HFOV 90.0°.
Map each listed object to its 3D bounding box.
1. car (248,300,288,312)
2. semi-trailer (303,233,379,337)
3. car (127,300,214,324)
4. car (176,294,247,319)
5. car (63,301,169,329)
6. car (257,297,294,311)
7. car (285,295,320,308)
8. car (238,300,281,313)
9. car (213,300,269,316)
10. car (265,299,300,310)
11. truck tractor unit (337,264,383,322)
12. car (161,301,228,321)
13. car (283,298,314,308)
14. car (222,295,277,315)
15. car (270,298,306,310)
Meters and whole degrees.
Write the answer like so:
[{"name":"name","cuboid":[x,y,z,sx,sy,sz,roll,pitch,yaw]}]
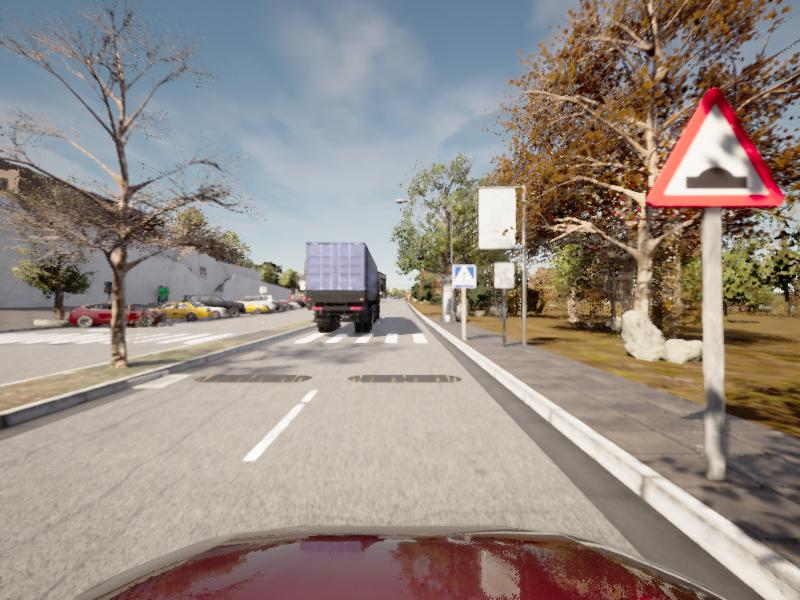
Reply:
[{"name":"car","cuboid":[-16.821,0.743,51.049,4.674,1.452,2.002,-1,0,-20]},{"name":"semi-trailer","cuboid":[-2.870,-0.615,24.109,2.717,4.402,14.254,0,0,-1]},{"name":"car","cuboid":[-17.006,0.835,29.951,5.366,1.575,1.946,-1,0,-20]},{"name":"car","cuboid":[-16.808,0.572,36.042,5.566,2.045,2.435,-1,0,-20]},{"name":"car","cuboid":[-16.814,0.868,24.027,4.792,1.488,2.163,-1,0,-20]},{"name":"car","cuboid":[-16.848,0.535,54.036,4.553,1.767,2.185,-1,1,-20]},{"name":"car","cuboid":[-16.784,0.179,69.063,5.566,2.045,2.435,-1,1,-20]},{"name":"car","cuboid":[-16.846,0.763,48.024,4.792,1.488,2.163,-1,1,-20]},{"name":"car","cuboid":[-16.653,0.782,42.097,5.366,1.575,1.946,-1,0,-20]},{"name":"car","cuboid":[-16.816,0.658,57.048,4.674,1.452,2.002,-1,1,-20]},{"name":"truck tractor unit","cuboid":[-2.990,-0.525,32.020,3.053,4.208,6.516,0,0,0]},{"name":"car","cuboid":[-16.837,0.870,33.024,4.674,1.452,2.002,-1,0,-20]},{"name":"car","cuboid":[-16.781,0.505,66.064,4.792,1.488,2.163,-1,1,-20]},{"name":"car","cuboid":[-16.852,0.512,45.023,5.566,2.045,2.435,-1,1,-20]},{"name":"car","cuboid":[-16.804,0.572,60.048,5.008,1.535,2.097,-1,1,-20]}]
